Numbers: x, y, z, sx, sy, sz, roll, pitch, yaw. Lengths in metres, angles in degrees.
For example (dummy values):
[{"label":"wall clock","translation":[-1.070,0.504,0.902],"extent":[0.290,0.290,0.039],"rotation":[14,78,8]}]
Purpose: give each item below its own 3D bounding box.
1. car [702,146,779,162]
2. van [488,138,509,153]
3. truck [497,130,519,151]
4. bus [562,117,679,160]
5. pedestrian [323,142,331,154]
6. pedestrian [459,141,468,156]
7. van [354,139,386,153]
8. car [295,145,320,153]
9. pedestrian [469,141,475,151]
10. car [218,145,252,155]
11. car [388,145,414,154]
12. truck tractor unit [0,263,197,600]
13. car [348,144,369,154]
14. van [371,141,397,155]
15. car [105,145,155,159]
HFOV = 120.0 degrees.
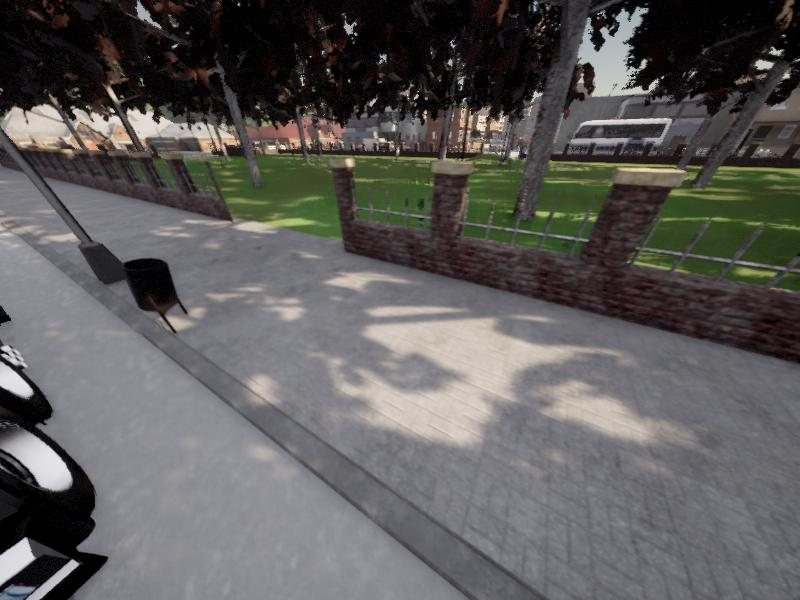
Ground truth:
[{"label":"car","translation":[39.777,-17.285,27.217],"extent":[4.674,1.442,1.812],"rotation":[18,39,24]},{"label":"van","translation":[20.251,-31.890,47.516],"extent":[2.351,2.431,6.366],"rotation":[18,39,24]},{"label":"truck","translation":[26.157,-38.564,55.830],"extent":[2.891,3.827,8.468],"rotation":[18,39,24]},{"label":"bus","translation":[28.752,-21.845,31.410],"extent":[10.273,4.253,3.944],"rotation":[18,39,24]},{"label":"pedestrian","translation":[-13.649,-28.351,43.009],"extent":[0.751,1.860,0.751],"rotation":[18,39,24]},{"label":"pedestrian","translation":[9.556,-22.740,34.738],"extent":[0.751,1.860,0.751],"rotation":[25,42,32]},{"label":"van","translation":[-6.199,-32.266,48.296],"extent":[6.366,2.431,2.351],"rotation":[17,39,24]},{"label":"car","translation":[-20.778,-34.108,51.979],"extent":[5.357,1.411,2.033],"rotation":[19,39,25]},{"label":"pedestrian","translation":[14.891,-31.881,47.808],"extent":[0.751,1.860,0.751],"rotation":[29,45,36]},{"label":"car","translation":[-32.947,-30.138,46.258],"extent":[1.882,1.535,5.008],"rotation":[18,38,24]},{"label":"car","translation":[0.194,-29.539,45.311],"extent":[4.718,1.301,1.895],"rotation":[20,40,26]},{"label":"truck tractor unit","translation":[-5.110,-0.302,0.781],"extent":[6.516,4.208,3.053],"rotation":[18,39,24]},{"label":"car","translation":[-8.227,-29.824,45.591],"extent":[3.633,1.501,1.845],"rotation":[17,38,23]},{"label":"van","translation":[-3.031,-28.313,42.974],"extent":[4.442,1.987,1.775],"rotation":[16,38,22]},{"label":"car","translation":[-43.527,-24.001,37.420],"extent":[2.242,1.667,4.611],"rotation":[18,39,24]}]
